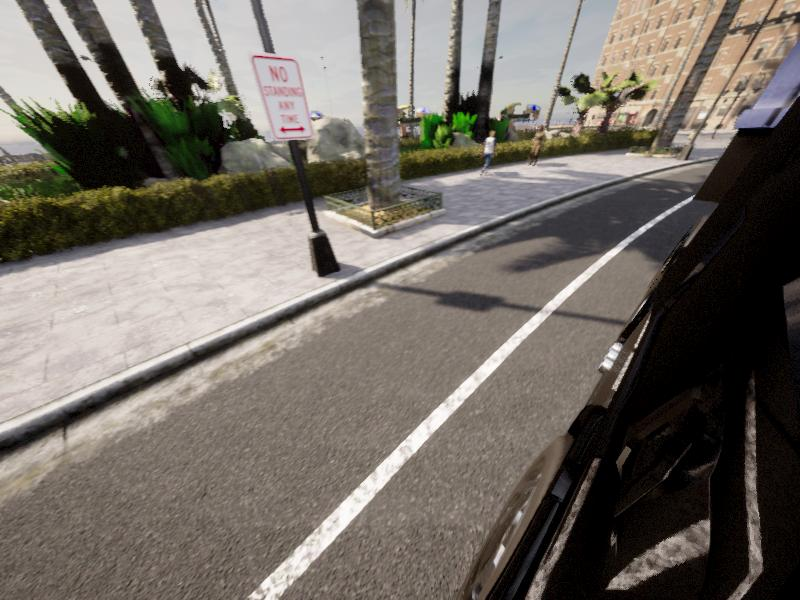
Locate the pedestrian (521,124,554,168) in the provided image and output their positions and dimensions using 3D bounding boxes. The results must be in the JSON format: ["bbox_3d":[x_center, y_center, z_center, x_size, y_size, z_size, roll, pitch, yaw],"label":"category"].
[{"bbox_3d":[7.202,-8.083,12.179,0.751,1.860,0.751,-24,42,-26],"label":"pedestrian"}]

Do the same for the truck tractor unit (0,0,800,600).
[{"bbox_3d":[2.645,-0.295,0.352,6.516,4.208,3.053,-28,44,-30],"label":"truck tractor unit"}]

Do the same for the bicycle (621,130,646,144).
[{"bbox_3d":[22.067,-15.402,21.846,1.643,1.024,0.373,-9,37,-8],"label":"bicycle"}]

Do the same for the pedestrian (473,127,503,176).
[{"bbox_3d":[4.105,-6.926,10.814,0.751,1.860,0.751,26,45,33],"label":"pedestrian"}]

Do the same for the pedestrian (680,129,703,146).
[{"bbox_3d":[22.898,-12.771,18.152,0.500,1.100,0.500,-11,38,-11],"label":"pedestrian"}]

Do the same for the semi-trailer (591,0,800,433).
[{"bbox_3d":[9.106,-3.283,3.792,14.254,4.402,2.717,-23,41,-25],"label":"semi-trailer"}]
